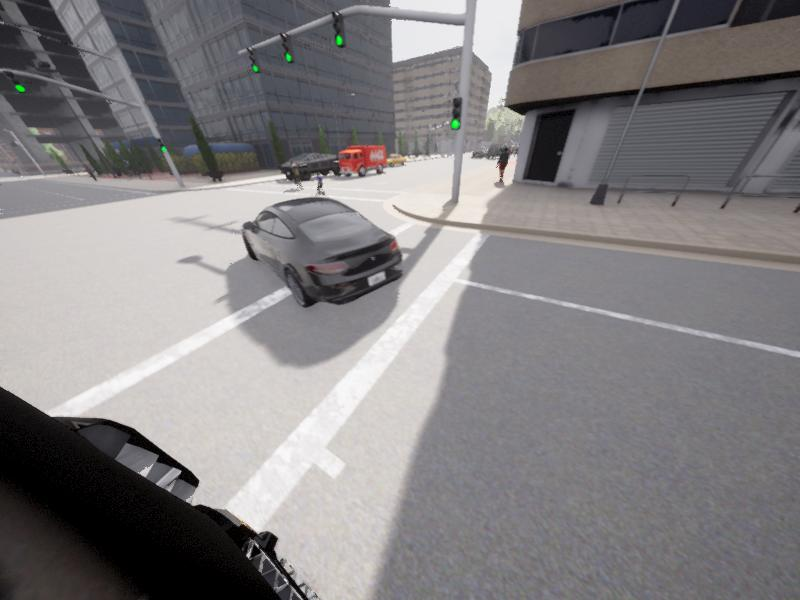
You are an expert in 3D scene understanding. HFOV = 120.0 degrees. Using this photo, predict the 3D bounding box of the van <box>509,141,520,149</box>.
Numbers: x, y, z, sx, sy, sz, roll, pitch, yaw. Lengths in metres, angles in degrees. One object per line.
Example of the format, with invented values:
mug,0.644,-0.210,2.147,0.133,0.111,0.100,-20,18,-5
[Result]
van,43.607,-59.084,88.160,2.351,2.431,6.366,16,38,26

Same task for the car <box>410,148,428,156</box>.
car,5.343,-41.014,64.034,4.553,1.767,2.097,17,38,27

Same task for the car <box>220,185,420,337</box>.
car,-1.914,-1.326,4.814,1.812,1.442,4.674,-29,41,-33

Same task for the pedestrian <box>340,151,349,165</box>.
pedestrian,-8.918,-22.835,37.182,0.751,1.860,0.751,17,38,27

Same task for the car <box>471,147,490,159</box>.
car,15.018,-27.360,42.974,2.038,1.542,4.974,16,38,26

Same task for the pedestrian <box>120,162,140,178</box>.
pedestrian,-36.535,-17.574,31.253,0.751,1.860,0.751,1,34,6

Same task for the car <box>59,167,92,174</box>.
car,-85.147,-34.074,60.614,1.895,1.301,4.718,16,38,26

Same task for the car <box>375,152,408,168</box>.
car,-1.062,-19.332,31.919,1.801,1.575,5.366,17,38,27

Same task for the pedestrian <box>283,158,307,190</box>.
pedestrian,-7.091,-8.562,15.735,0.751,1.860,0.751,5,34,12

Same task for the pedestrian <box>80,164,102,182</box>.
pedestrian,-37.167,-15.267,27.802,0.751,1.860,0.751,20,40,30

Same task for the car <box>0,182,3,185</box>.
car,-57.336,-16.563,31.877,4.892,1.490,1.837,15,37,27

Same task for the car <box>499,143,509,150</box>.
car,39.970,-59.185,88.939,2.150,2.045,5.566,16,38,26

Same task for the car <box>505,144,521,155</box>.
car,24.890,-33.178,50.888,2.242,1.667,4.611,16,38,26

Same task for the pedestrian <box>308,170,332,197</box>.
pedestrian,-4.523,-6.631,13.131,0.751,1.300,0.751,15,37,25

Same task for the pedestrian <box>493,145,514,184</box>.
pedestrian,6.021,-7.858,13.439,0.751,1.860,0.751,11,36,19

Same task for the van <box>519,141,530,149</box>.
van,46.565,-58.148,86.527,2.351,2.431,6.366,16,38,26

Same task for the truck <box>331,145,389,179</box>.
truck,-3.661,-13.557,22.547,2.627,2.467,5.204,16,38,26

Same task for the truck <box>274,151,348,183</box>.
truck,-8.172,-12.845,22.132,2.390,2.098,6.274,17,38,27

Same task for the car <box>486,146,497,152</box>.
car,29.822,-49.163,74.994,2.163,1.488,4.792,16,38,26

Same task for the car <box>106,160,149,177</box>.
car,-44.137,-21.513,37.627,2.390,2.098,6.274,-19,37,-23

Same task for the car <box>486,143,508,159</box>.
car,16.586,-25.317,39.290,2.150,2.045,5.566,16,38,26
